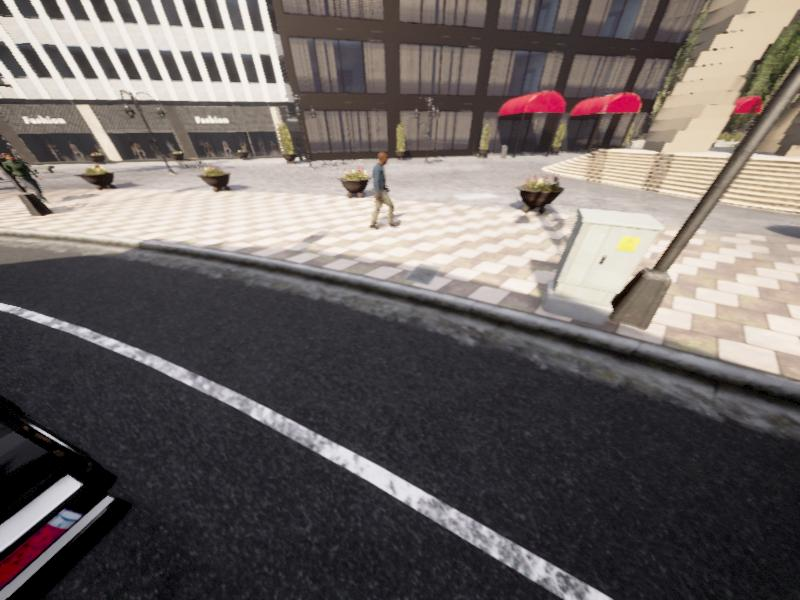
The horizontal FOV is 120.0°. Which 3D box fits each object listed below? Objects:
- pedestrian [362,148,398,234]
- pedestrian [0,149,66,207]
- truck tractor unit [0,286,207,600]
[{"bbox_3d":[-0.479,-2.721,5.872,0.751,1.860,0.751,-3,35,-3],"label":"pedestrian"},{"bbox_3d":[-14.453,-4.695,8.922,0.751,1.860,0.751,8,36,12],"label":"pedestrian"},{"bbox_3d":[-5.260,-0.115,0.544,6.516,4.208,3.053,11,37,17],"label":"truck tractor unit"}]
